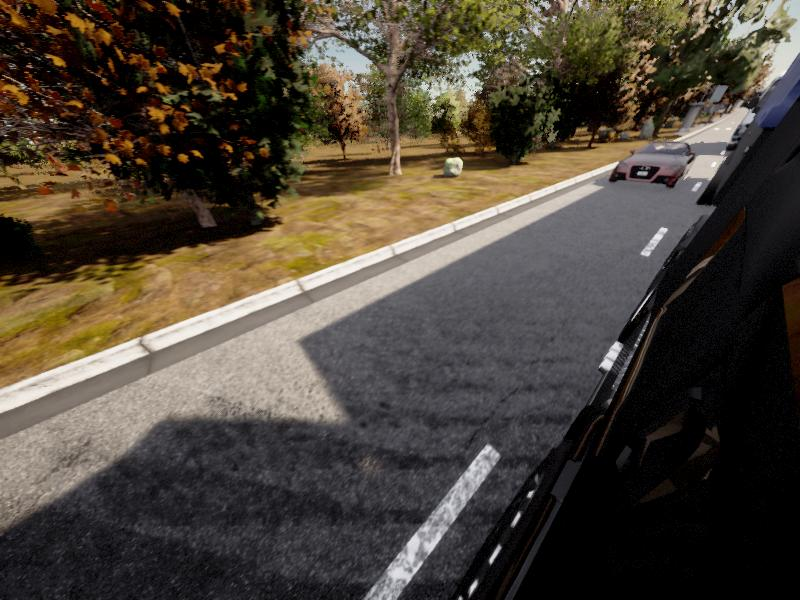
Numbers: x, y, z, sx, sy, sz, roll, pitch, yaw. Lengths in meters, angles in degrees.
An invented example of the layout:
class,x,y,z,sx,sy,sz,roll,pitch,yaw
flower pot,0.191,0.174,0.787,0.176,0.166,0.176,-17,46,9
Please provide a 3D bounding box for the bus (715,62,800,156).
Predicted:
class,x,y,z,sx,sy,sz,roll,pitch,yaw
bus,26.437,-12.863,15.703,10.273,4.253,3.944,-29,44,-30

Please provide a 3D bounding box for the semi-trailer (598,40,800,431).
class,x,y,z,sx,sy,sz,roll,pitch,yaw
semi-trailer,8.697,-3.595,4.243,14.254,4.402,2.717,-28,44,-30

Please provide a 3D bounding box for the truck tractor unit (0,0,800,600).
class,x,y,z,sx,sy,sz,roll,pitch,yaw
truck tractor unit,2.645,-0.295,0.352,6.516,4.208,3.053,-28,44,-30

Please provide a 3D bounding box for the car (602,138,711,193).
class,x,y,z,sx,sy,sz,roll,pitch,yaw
car,10.438,-5.608,9.391,4.181,1.385,1.994,-28,44,-30
